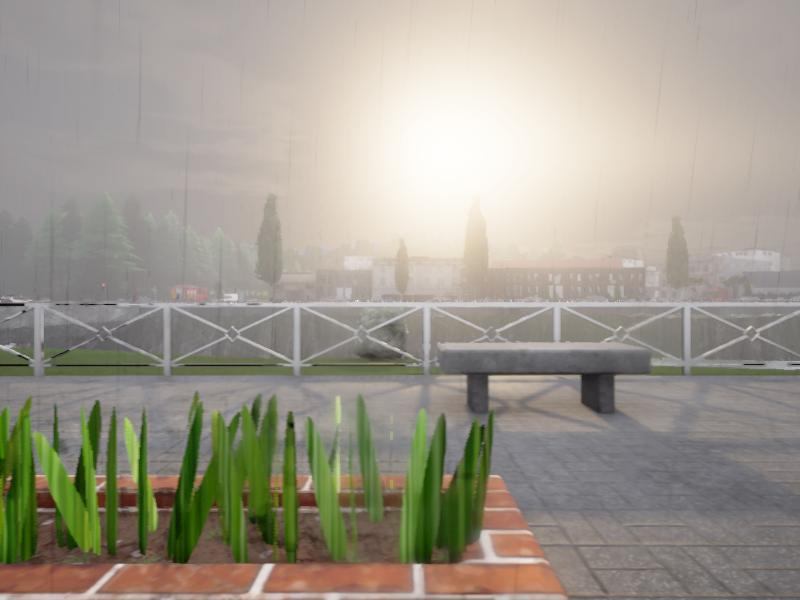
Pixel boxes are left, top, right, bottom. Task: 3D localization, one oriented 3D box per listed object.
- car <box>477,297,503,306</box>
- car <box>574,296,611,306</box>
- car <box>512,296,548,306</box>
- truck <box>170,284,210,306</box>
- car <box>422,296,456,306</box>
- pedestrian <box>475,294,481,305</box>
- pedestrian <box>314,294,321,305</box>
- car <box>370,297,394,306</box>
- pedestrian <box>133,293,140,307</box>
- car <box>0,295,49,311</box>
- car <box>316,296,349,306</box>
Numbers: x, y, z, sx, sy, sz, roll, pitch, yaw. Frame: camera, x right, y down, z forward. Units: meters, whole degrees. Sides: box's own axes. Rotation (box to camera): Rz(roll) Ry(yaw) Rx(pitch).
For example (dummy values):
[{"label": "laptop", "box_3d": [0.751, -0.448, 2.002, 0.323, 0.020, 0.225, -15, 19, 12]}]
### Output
[{"label": "car", "box_3d": [14.436, 0.235, 64.306, 3.806, 1.475, 1.970, 0, 0, 1]}, {"label": "car", "box_3d": [30.855, 0.129, 64.253, 4.856, 1.649, 2.033, 0, 0, 0]}, {"label": "car", "box_3d": [20.873, 0.145, 64.284, 5.238, 1.638, 1.930, 0, 0, 0]}, {"label": "truck", "box_3d": [-39.161, -0.875, 74.959, 2.891, 3.827, 8.468, 0, 0, 0]}, {"label": "car", "box_3d": [6.184, 0.163, 64.336, 5.238, 1.638, 1.930, 0, 0, 0]}, {"label": "pedestrian", "box_3d": [13.809, -0.073, 70.424, 0.751, 1.860, 0.751, 0, 0, -25]}, {"label": "pedestrian", "box_3d": [-13.707, -0.050, 66.569, 0.751, 1.860, 0.751, 0, 0, 20]}, {"label": "car", "box_3d": [-2.818, 0.257, 64.364, 3.806, 1.475, 1.970, 0, 0, 0]}, {"label": "pedestrian", "box_3d": [-33.988, -0.023, 51.543, 0.751, 1.860, 0.751, 0, 0, -31]}, {"label": "car", "box_3d": [-39.294, 0.276, 41.159, 2.038, 1.542, 4.974, 0, 0, 0]}, {"label": "car", "box_3d": [-10.796, 0.194, 64.388, 5.027, 1.651, 2.152, 0, 0, 0]}]
